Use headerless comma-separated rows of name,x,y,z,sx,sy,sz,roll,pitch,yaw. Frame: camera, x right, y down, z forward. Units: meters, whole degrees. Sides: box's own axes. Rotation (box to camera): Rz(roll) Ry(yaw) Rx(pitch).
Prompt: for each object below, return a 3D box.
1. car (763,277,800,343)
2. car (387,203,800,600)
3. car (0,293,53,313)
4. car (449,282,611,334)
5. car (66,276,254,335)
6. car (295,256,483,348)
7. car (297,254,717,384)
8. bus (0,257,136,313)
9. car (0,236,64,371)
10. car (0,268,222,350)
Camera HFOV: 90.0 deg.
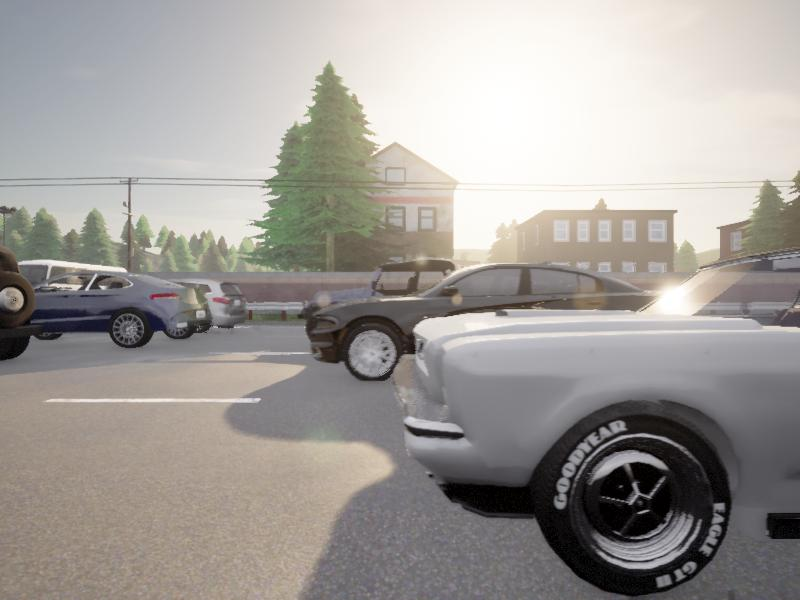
car,11.827,0.227,9.266,4.974,1.542,2.038,0,0,0
car,2.314,0.343,2.213,4.718,1.301,1.895,0,0,0
car,-32.239,0.201,33.409,1.801,1.575,5.366,0,0,0
car,3.925,0.228,12.723,4.514,1.525,2.007,0,0,0
car,-7.328,0.154,12.661,4.611,1.667,2.242,0,0,0
car,-0.239,0.045,9.200,3.866,1.878,1.905,0,0,0
car,1.281,0.223,5.709,5.008,1.535,1.882,0,0,0
bus,-28.620,-1.135,35.269,3.944,4.253,10.273,0,0,0
car,-7.490,0.046,5.660,3.866,1.878,1.905,0,0,0
car,-7.069,0.181,9.172,5.027,1.651,2.152,0,0,0
